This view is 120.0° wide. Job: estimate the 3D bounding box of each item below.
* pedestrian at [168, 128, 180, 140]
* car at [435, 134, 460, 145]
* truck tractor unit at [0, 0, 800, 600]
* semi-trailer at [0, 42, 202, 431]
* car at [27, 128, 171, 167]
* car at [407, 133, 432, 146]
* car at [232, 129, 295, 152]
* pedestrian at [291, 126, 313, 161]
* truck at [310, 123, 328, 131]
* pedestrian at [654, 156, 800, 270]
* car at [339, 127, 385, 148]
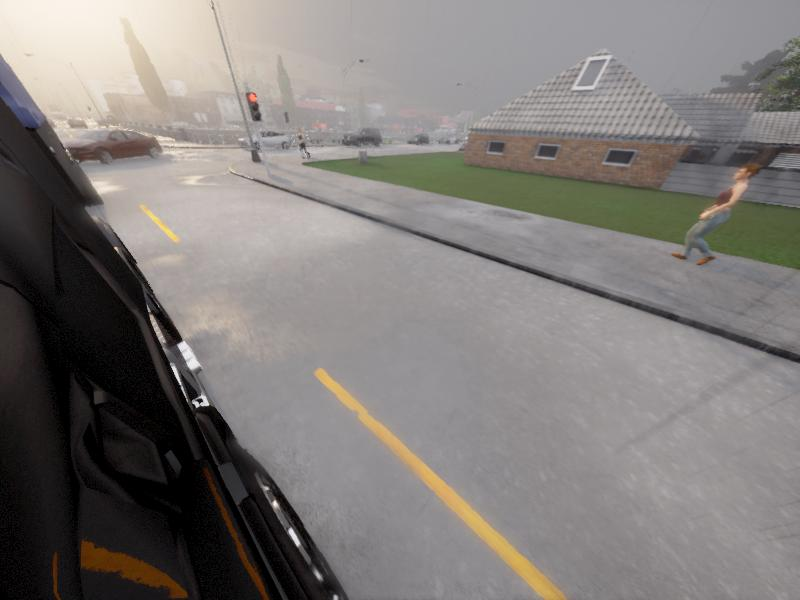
[{"bbox_3d":[-24.855,-18.267,25.438,0.500,1.100,0.500,28,44,30],"label":"pedestrian"},{"bbox_3d":[8.901,-29.810,42.882,2.038,1.542,4.974,28,44,30],"label":"car"},{"bbox_3d":[-2.645,-0.295,0.351,6.516,4.208,3.053,28,44,30],"label":"truck tractor unit"},{"bbox_3d":[-8.701,-3.597,4.236,14.254,4.402,2.717,28,44,30],"label":"semi-trailer"},{"bbox_3d":[-16.527,-8.909,13.276,1.882,1.535,5.008,1,37,-2],"label":"car"},{"bbox_3d":[3.105,-25.879,37.189,1.851,1.617,3.988,28,44,30],"label":"car"},{"bbox_3d":[-12.659,-15.043,21.749,2.007,1.525,4.514,28,43,30],"label":"car"},{"bbox_3d":[-6.623,-10.603,15.682,0.751,1.860,0.751,26,43,28],"label":"pedestrian"},{"bbox_3d":[-30.149,-64.579,86.259,2.627,2.467,5.204,28,44,30],"label":"truck"},{"bbox_3d":[6.132,-1.655,4.483,0.751,1.860,0.751,-25,45,-32],"label":"pedestrian"},{"bbox_3d":[-4.692,-20.713,29.403,2.150,2.045,5.566,30,45,31],"label":"car"}]
